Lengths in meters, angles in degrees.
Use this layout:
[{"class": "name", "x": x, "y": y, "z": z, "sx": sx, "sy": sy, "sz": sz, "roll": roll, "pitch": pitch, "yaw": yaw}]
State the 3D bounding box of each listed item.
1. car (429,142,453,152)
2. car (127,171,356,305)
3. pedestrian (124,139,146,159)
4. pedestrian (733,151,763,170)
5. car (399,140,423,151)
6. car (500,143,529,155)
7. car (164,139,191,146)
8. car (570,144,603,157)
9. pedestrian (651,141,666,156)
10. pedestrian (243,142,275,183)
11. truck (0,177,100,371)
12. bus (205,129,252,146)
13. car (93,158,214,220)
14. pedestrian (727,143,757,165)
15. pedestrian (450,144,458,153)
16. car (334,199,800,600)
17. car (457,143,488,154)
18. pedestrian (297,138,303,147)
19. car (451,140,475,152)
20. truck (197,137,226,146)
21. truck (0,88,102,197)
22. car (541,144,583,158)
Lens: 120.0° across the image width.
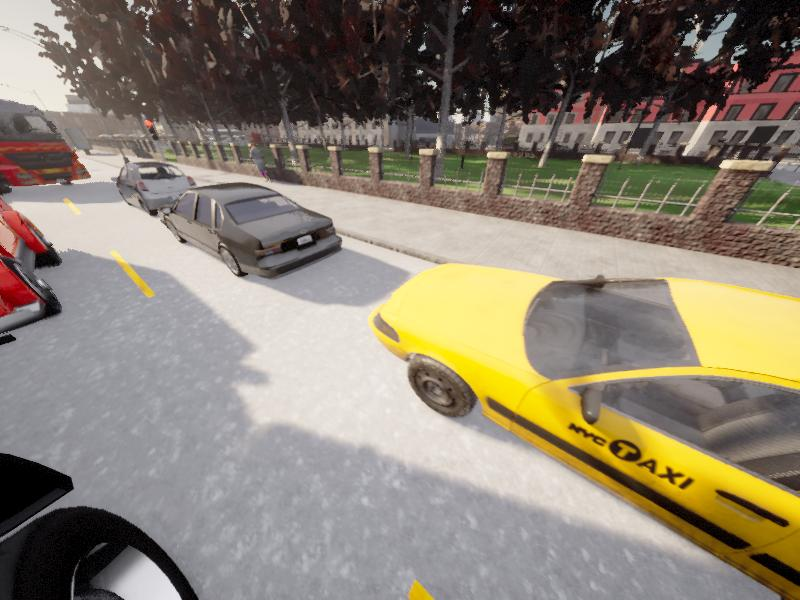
[{"class": "car", "x": 7.832, "y": -29.205, "z": 44.182, "sx": 3.806, "sy": 1.475, "sz": 1.970, "roll": 23, "pitch": 41, "yaw": 29}, {"class": "car", "x": -3.746, "y": -1.875, "z": 5.337, "sx": 5.357, "sy": 1.411, "sz": 2.033, "roll": 22, "pitch": 41, "yaw": 28}, {"class": "pedestrian", "x": -29.490, "y": -16.804, "z": 25.696, "sx": 0.751, "sy": 1.860, "sz": 0.751, "roll": 23, "pitch": 41, "yaw": 29}, {"class": "pedestrian", "x": 29.746, "y": -11.930, "z": 19.763, "sx": 0.751, "sy": 1.300, "sz": 0.751, "roll": 24, "pitch": 41, "yaw": 29}, {"class": "car", "x": 2.184, "y": -31.752, "z": 47.403, "sx": 4.605, "sy": 1.855, "sz": 1.932, "roll": 23, "pitch": 41, "yaw": 29}, {"class": "car", "x": 18.691, "y": -24.659, "z": 37.750, "sx": 3.705, "sy": 1.549, "sz": 1.789, "roll": 23, "pitch": 41, "yaw": 29}, {"class": "car", "x": -64.042, "y": -45.433, "z": 66.570, "sx": 1.882, "sy": 1.535, "sz": 5.008, "roll": 23, "pitch": 41, "yaw": 29}, {"class": "car", "x": 28.848, "y": -23.193, "z": 35.776, "sx": 3.633, "sy": 1.501, "sz": 1.845, "roll": 23, "pitch": 41, "yaw": 29}, {"class": "pedestrian", "x": 39.127, "y": -22.938, "z": 34.990, "sx": 0.751, "sy": 1.860, "sz": 0.751, "roll": 24, "pitch": 41, "yaw": 30}, {"class": "pedestrian", "x": -7.829, "y": -7.658, "z": 12.887, "sx": 0.751, "sy": 1.860, "sz": 0.751, "roll": 23, "pitch": 41, "yaw": 29}, {"class": "truck", "x": -7.062, "y": -0.834, "z": 2.901, "sx": 5.204, "sy": 2.467, "sz": 2.627, "roll": 23, "pitch": 41, "yaw": 29}, {"class": "bus", "x": -53.457, "y": -50.965, "z": 72.534, "sx": 3.944, "sy": 4.253, "sz": 10.273, "roll": 27, "pitch": 43, "yaw": 33}, {"class": "car", "x": -9.110, "y": -4.273, "z": 8.580, "sx": 3.633, "sy": 1.501, "sz": 1.845, "roll": 22, "pitch": 40, "yaw": 27}, {"class": "pedestrian", "x": 34.092, "y": -14.560, "z": 23.048, "sx": 0.751, "sy": 1.860, "sz": 0.751, "roll": -19, "pitch": 39, "yaw": -25}, {"class": "pedestrian", "x": 9.015, "y": -25.318, "z": 38.601, "sx": 0.751, "sy": 1.300, "sz": 0.751, "roll": 23, "pitch": 41, "yaw": 29}, {"class": "car", "x": 2.133, "y": 0.619, "z": 1.682, "sx": 5.366, "sy": 1.575, "sz": 1.801, "roll": 23, "pitch": 41, "yaw": 29}, {"class": "car", "x": 12.870, "y": -27.102, "z": 41.195, "sx": 4.514, "sy": 1.525, "sz": 2.007, "roll": 23, "pitch": 41, "yaw": 29}, {"class": "pedestrian", "x": -26.290, "y": -41.471, "z": 60.758, "sx": 0.751, "sy": 1.860, "sz": 0.751, "roll": 24, "pitch": 42, "yaw": 30}, {"class": "car", "x": 12.364, "y": -30.310, "z": 45.430, "sx": 3.866, "sy": 1.878, "sz": 1.905, "roll": 23, "pitch": 41, "yaw": 29}, {"class": "truck", "x": -58.927, "y": -49.622, "z": 72.281, "sx": 2.390, "sy": 2.098, "sz": 6.274, "roll": 23, "pitch": 41, "yaw": 29}, {"class": "truck", "x": -20.670, "y": -7.203, "z": 10.648, "sx": 8.468, "sy": 3.827, "sz": 2.891, "roll": 3, "pitch": 35, "yaw": 3}, {"class": "car", "x": 24.138, "y": -22.336, "z": 34.549, "sx": 4.892, "sy": 1.490, "sz": 1.837, "roll": 22, "pitch": 41, "yaw": 28}]
